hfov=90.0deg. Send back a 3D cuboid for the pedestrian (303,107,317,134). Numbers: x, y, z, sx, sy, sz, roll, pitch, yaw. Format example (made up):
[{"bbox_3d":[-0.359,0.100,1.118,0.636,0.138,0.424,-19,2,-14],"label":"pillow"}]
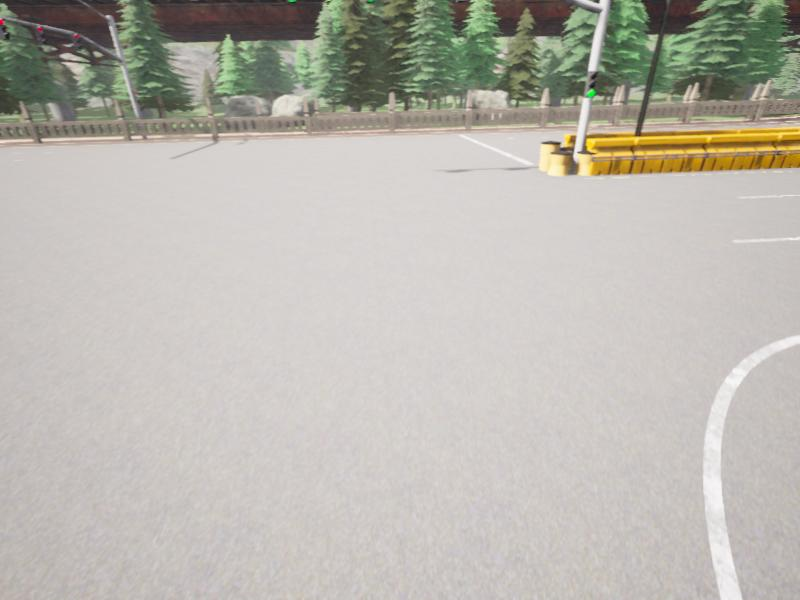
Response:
[{"bbox_3d":[-7.109,-14.242,31.698,0.751,1.860,0.751,-3,28,-2],"label":"pedestrian"}]
